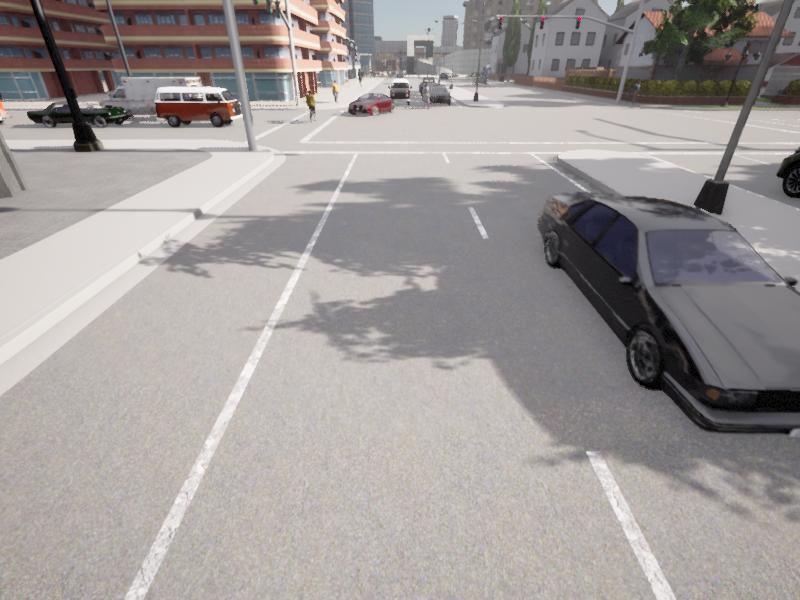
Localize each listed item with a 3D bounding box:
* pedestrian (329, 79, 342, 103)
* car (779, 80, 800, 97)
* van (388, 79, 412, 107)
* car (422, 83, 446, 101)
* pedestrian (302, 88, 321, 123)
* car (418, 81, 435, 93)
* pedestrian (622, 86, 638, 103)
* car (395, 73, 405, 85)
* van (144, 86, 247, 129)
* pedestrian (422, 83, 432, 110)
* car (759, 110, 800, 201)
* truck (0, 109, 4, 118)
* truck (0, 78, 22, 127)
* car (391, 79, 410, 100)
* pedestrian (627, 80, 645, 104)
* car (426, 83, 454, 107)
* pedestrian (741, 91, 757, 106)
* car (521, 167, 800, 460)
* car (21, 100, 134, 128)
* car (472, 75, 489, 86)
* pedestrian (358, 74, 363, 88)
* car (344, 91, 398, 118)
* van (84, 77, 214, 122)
[{"bbox_3d":[-5.759,-18.682,35.823,0.751,1.860,0.751,26,39,37],"label":"pedestrian"},{"bbox_3d":[41.435,-21.479,40.667,1.970,1.475,3.806,0,30,0],"label":"car"},{"bbox_3d":[0.011,-18.955,36.463,2.069,2.038,4.480,0,30,0],"label":"van"},{"bbox_3d":[3.512,-22.231,42.629,2.163,1.488,4.792,0,30,0],"label":"car"},{"bbox_3d":[-5.426,-11.919,24.542,0.751,1.860,0.751,3,30,4],"label":"pedestrian"},{"bbox_3d":[3.514,-28.673,53.847,1.895,1.301,4.718,0,30,0],"label":"car"},{"bbox_3d":[20.931,-18.705,36.435,0.751,1.300,0.751,1,30,2],"label":"pedestrian"},{"bbox_3d":[0.021,-42.144,76.336,1.932,1.855,4.605,0,31,0],"label":"car"},{"bbox_3d":[-11.608,-11.141,23.078,4.480,2.038,2.069,-1,30,-1],"label":"van"},{"bbox_3d":[2.182,-16.396,32.210,0.751,1.860,0.751,2,30,3],"label":"pedestrian"},{"bbox_3d":[11.506,-2.754,8.707,2.150,2.045,5.566,0,30,0],"label":"car"},{"bbox_3d":[-30.304,-12.794,25.854,6.274,2.098,2.390,0,30,-1],"label":"truck"},{"bbox_3d":[-25.836,-11.234,22.812,5.204,2.467,2.627,0,30,-1],"label":"truck"},{"bbox_3d":[0.015,-22.563,42.804,1.932,1.855,4.605,0,30,0],"label":"car"},{"bbox_3d":[20.663,-18.196,35.006,0.751,1.860,0.751,5,31,9],"label":"pedestrian"},{"bbox_3d":[3.544,-18.735,36.482,1.930,1.638,5.238,0,30,0],"label":"car"},{"bbox_3d":[29.393,-16.971,33.662,0.500,1.100,0.500,0,30,0],"label":"pedestrian"},{"bbox_3d":[3.501,-0.528,5.543,2.033,1.411,5.357,0,30,0],"label":"car"},{"bbox_3d":[-18.533,-10.785,23.209,4.718,1.301,1.895,0,30,-1],"label":"car"},{"bbox_3d":[15.019,-41.351,75.239,2.152,1.651,5.027,0,30,0],"label":"car"},{"bbox_3d":[-6.178,-34.248,62.487,0.751,1.860,0.751,-1,30,-2],"label":"pedestrian"},{"bbox_3d":[-1.990,-14.273,29.111,1.994,1.385,4.181,15,33,24],"label":"car"},{"bbox_3d":[-16.036,-13.055,25.973,6.366,2.431,2.351,0,30,0],"label":"van"}]
